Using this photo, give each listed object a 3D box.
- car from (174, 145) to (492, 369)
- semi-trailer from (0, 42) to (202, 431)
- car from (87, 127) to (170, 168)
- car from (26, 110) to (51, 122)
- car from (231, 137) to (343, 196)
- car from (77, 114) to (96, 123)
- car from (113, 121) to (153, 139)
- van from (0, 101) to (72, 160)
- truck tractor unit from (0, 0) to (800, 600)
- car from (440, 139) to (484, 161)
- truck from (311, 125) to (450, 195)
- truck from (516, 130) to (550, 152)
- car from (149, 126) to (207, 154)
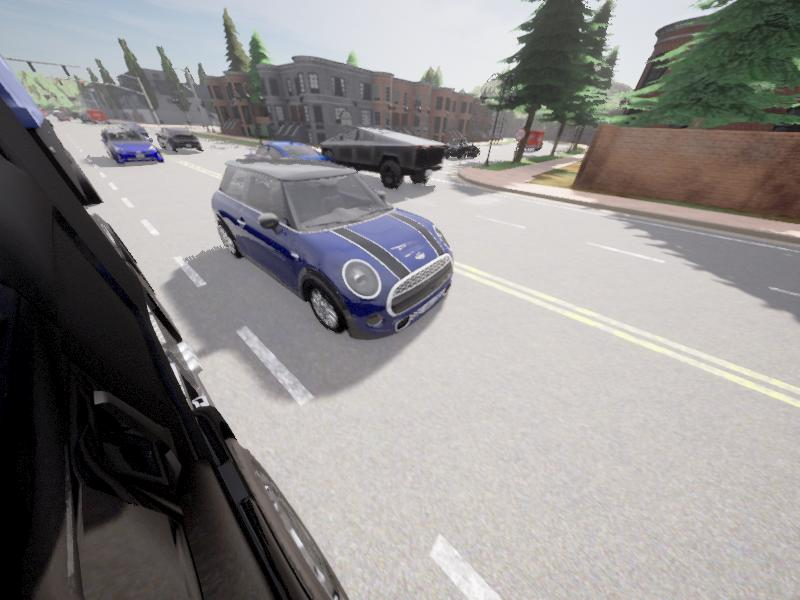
[{"bbox_3d":[-1.323,-1.329,3.842,4.553,1.767,2.097,28,44,30],"label":"car"},{"bbox_3d":[-8.699,-3.609,4.221,14.254,4.402,2.717,28,44,30],"label":"semi-trailer"},{"bbox_3d":[-15.088,-8.577,12.843,4.514,1.525,2.007,28,44,30],"label":"car"},{"bbox_3d":[-80.640,-41.083,51.541,5.566,2.045,2.150,28,44,30],"label":"car"},{"bbox_3d":[-4.907,-5.881,9.892,5.008,1.535,1.882,28,44,30],"label":"car"},{"bbox_3d":[-75.982,-43.916,55.942,4.856,1.649,2.033,28,44,30],"label":"car"},{"bbox_3d":[-31.324,-19.945,27.063,5.357,1.411,2.033,28,44,30],"label":"car"},{"bbox_3d":[-22.368,-10.094,13.647,6.366,2.431,2.351,28,44,30],"label":"van"},{"bbox_3d":[-2.645,-0.295,0.351,6.516,4.208,3.053,28,44,30],"label":"truck tractor unit"},{"bbox_3d":[5.760,-13.926,21.282,1.816,1.474,4.193,30,44,31],"label":"car"},{"bbox_3d":[-1.147,-6.844,10.946,6.274,2.098,2.390,28,44,30],"label":"truck"},{"bbox_3d":[19.520,-23.321,33.854,2.627,2.467,5.204,27,43,29],"label":"truck"},{"bbox_3d":[-17.248,-12.460,17.905,4.892,1.490,1.837,28,44,30],"label":"car"}]
